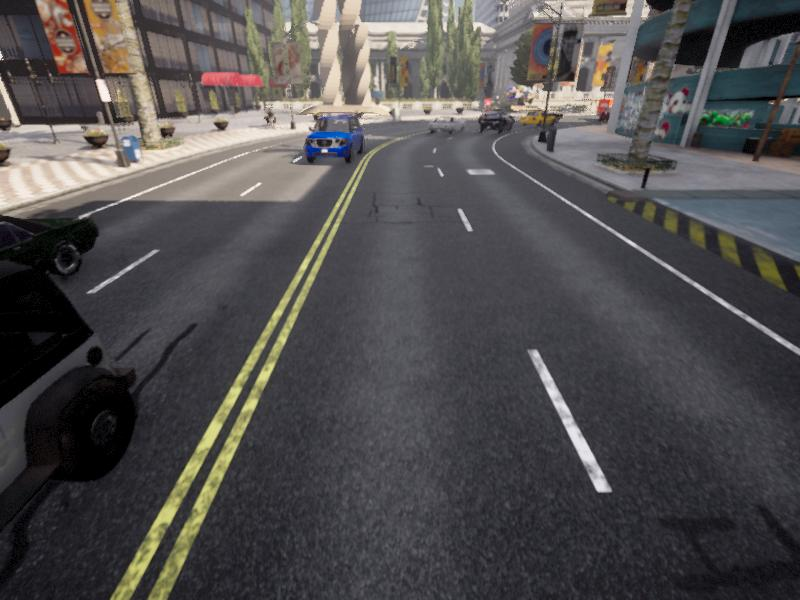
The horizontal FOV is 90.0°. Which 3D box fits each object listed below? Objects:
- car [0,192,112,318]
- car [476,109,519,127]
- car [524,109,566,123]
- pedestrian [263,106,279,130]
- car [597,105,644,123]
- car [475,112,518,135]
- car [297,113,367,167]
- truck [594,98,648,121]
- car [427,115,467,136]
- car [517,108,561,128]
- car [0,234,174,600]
[{"bbox_3d":[-6.990,-0.431,5.987,1.895,1.301,4.718,0,27,0],"label":"car"},{"bbox_3d":[10.230,-19.034,41.732,2.038,1.542,4.974,22,34,36],"label":"car"},{"bbox_3d":[17.051,-21.626,47.014,4.718,1.301,1.895,-17,32,-30],"label":"car"},{"bbox_3d":[-11.087,-15.611,34.344,0.751,1.860,0.751,13,30,24],"label":"pedestrian"},{"bbox_3d":[26.075,-22.121,47.438,4.553,1.767,2.097,-10,29,-19],"label":"car"},{"bbox_3d":[8.319,-15.161,34.264,2.128,1.511,4.902,14,30,25],"label":"car"},{"bbox_3d":[-3.218,-8.301,20.398,2.150,2.045,5.566,2,27,4],"label":"car"},{"bbox_3d":[28.226,-24.448,51.231,5.204,2.467,2.627,-7,28,-12],"label":"truck"},{"bbox_3d":[4.050,-14.807,33.808,1.895,1.301,4.718,12,30,22],"label":"car"},{"bbox_3d":[14.384,-18.750,41.135,1.801,1.575,5.366,25,36,39],"label":"car"},{"bbox_3d":[-3.493,1.120,2.341,1.905,1.878,3.866,0,27,0],"label":"car"}]
